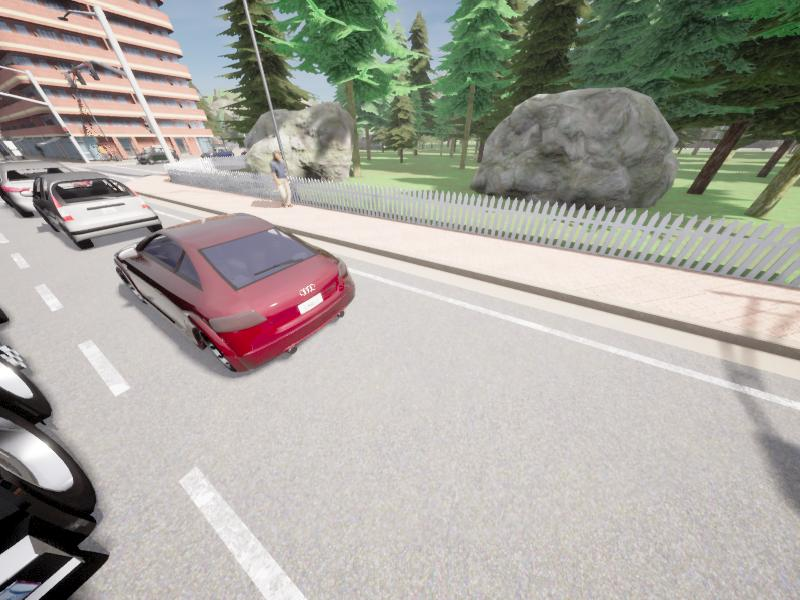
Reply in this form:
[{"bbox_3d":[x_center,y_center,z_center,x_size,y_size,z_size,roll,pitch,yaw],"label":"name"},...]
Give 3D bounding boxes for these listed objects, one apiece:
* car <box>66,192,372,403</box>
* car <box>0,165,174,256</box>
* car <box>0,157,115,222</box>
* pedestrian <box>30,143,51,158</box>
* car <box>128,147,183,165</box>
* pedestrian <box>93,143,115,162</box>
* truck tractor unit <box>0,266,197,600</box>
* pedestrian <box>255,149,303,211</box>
[{"bbox_3d":[-2.773,-0.593,3.674,4.181,1.385,1.994,20,40,26],"label":"car"},{"bbox_3d":[-8.953,-2.771,6.637,3.988,1.617,1.851,18,39,25],"label":"car"},{"bbox_3d":[-14.323,-4.608,9.258,4.611,1.667,2.242,19,39,25],"label":"car"},{"bbox_3d":[-52.761,-21.895,33.892,0.751,1.860,0.751,18,39,24],"label":"pedestrian"},{"bbox_3d":[-27.809,-16.501,26.445,1.789,1.549,3.705,11,36,15],"label":"car"},{"bbox_3d":[-33.921,-16.915,26.507,0.751,1.860,0.751,24,42,31],"label":"pedestrian"},{"bbox_3d":[-5.114,-0.298,0.774,6.516,4.208,3.053,18,39,24],"label":"truck tractor unit"},{"bbox_3d":[-4.208,-4.244,8.189,0.751,1.860,0.751,18,39,25],"label":"pedestrian"}]
